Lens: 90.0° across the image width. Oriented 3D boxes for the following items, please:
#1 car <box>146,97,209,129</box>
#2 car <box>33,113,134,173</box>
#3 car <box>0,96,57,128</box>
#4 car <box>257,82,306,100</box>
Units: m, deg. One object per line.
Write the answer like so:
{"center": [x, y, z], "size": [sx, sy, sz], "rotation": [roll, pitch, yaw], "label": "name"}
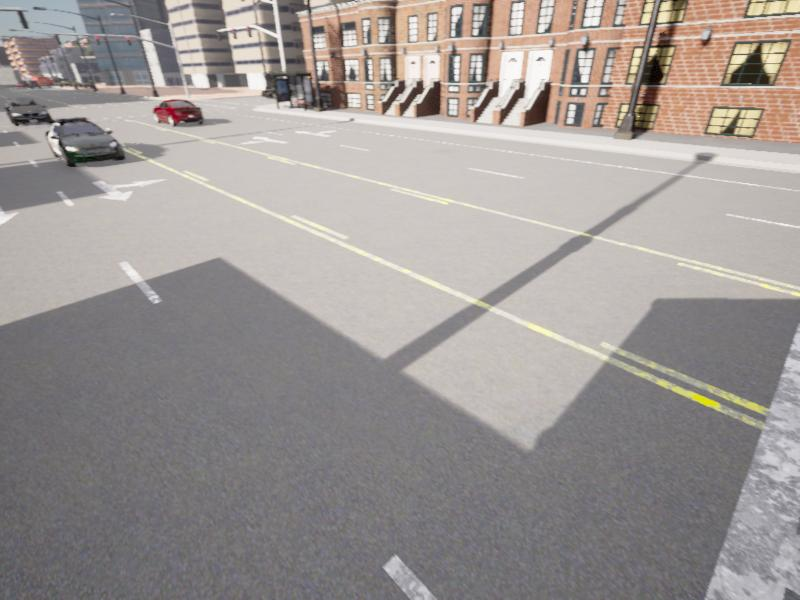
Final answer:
{"center": [-14.878, -12.550, 26.641], "size": [1.882, 1.535, 5.008], "rotation": [-27, 39, -37], "label": "car"}
{"center": [-12.834, -6.464, 16.126], "size": [2.038, 1.542, 4.974], "rotation": [-27, 39, -36], "label": "car"}
{"center": [-26.505, -13.407, 28.407], "size": [2.242, 1.667, 4.611], "rotation": [-27, 39, -36], "label": "car"}
{"center": [-14.458, -25.665, 49.039], "size": [5.238, 1.638, 1.930], "rotation": [-27, 39, -37], "label": "car"}
